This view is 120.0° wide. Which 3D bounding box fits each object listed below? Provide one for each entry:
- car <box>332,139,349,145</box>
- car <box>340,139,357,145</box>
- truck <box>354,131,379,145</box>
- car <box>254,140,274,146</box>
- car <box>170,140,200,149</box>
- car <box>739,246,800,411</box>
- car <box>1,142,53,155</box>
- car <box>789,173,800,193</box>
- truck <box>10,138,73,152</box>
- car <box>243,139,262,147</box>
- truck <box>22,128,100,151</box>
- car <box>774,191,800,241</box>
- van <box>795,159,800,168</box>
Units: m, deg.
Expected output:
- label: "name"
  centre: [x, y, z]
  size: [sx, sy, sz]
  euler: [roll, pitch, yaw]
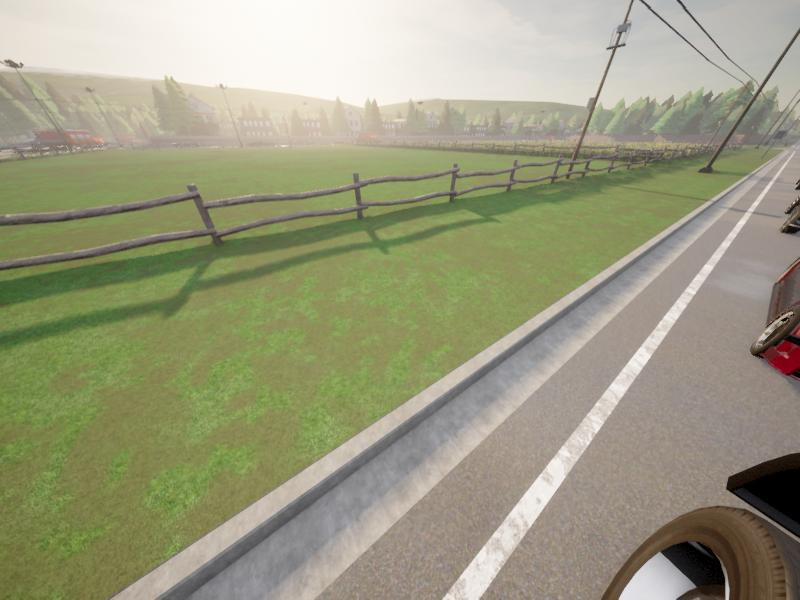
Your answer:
- label: "car"
  centre: [-20.540, -54.736, 80.040]
  size: [5.008, 1.535, 1.882]
  euler: [-22, 41, -28]
- label: "car"
  centre: [-17.448, -53.521, 78.305]
  size: [5.366, 1.575, 1.801]
  euler: [-22, 41, -28]
- label: "truck"
  centre: [-11.996, -59.097, 84.187]
  size: [8.468, 3.827, 2.891]
  euler: [-22, 41, -28]
- label: "car"
  centre: [-41.078, -47.422, 69.820]
  size: [4.792, 1.488, 2.163]
  euler: [-22, 41, -28]
- label: "car"
  centre: [-53.662, -39.071, 57.915]
  size: [5.238, 1.638, 1.930]
  euler: [-22, 41, -28]
- label: "car"
  centre: [6.095, 0.152, 2.511]
  size: [4.181, 1.385, 1.994]
  euler: [-22, 41, -28]
- label: "car"
  centre: [-64.961, -26.598, 40.410]
  size: [2.242, 1.667, 4.611]
  euler: [-10, 37, -14]
- label: "car"
  centre: [21.854, -6.273, 11.413]
  size: [4.792, 1.488, 2.163]
  euler: [-22, 41, -28]
- label: "truck"
  centre: [-72.071, -31.345, 46.656]
  size: [2.390, 2.098, 6.274]
  euler: [8, 36, 11]
- label: "car"
  centre: [-39.714, -42.291, 62.220]
  size: [3.866, 1.878, 1.905]
  euler: [-22, 41, -28]
- label: "truck"
  centre: [-73.710, -35.236, 50.666]
  size: [2.891, 3.827, 8.468]
  euler: [15, 38, 20]
- label: "car"
  centre: [12.960, -2.735, 6.320]
  size: [5.027, 1.651, 2.152]
  euler: [-22, 41, -28]
- label: "van"
  centre: [37.736, -13.077, 20.159]
  size: [6.366, 2.431, 2.351]
  euler: [-22, 41, -28]
